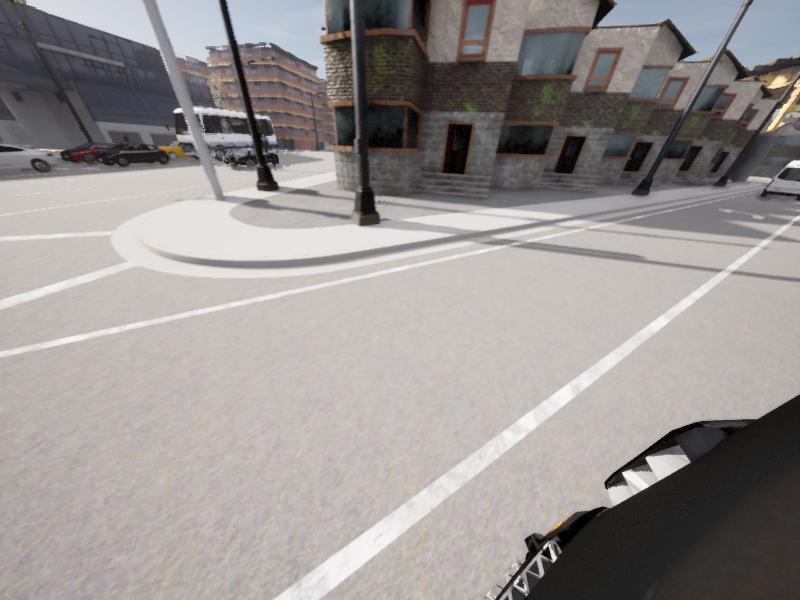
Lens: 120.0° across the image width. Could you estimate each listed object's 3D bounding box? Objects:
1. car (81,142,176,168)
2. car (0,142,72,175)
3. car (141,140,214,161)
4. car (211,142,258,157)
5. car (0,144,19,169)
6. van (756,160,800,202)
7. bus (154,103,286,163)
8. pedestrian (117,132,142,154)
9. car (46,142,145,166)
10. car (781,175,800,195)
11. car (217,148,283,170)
[{"bbox_3d":[-20.588,-11.244,17.830,1.816,1.474,4.193,10,35,12],"label":"car"},{"bbox_3d":[-22.329,-7.710,12.575,1.812,1.442,4.674,10,35,11],"label":"car"},{"bbox_3d":[-22.297,-15.288,23.521,1.882,1.535,5.008,10,36,12],"label":"car"},{"bbox_3d":[-20.518,-18.944,28.930,1.812,1.442,4.674,11,36,12],"label":"car"},{"bbox_3d":[-25.926,-7.902,12.587,1.837,1.490,4.892,10,35,12],"label":"car"},{"bbox_3d":[31.783,-9.526,18.399,5.915,2.561,1.988,-15,37,-25],"label":"van"},{"bbox_3d":[-17.868,-17.605,24.712,3.944,4.253,10.273,10,36,11],"label":"bus"},{"bbox_3d":[-28.502,-16.518,24.346,0.751,1.860,0.751,3,33,0],"label":"pedestrian"},{"bbox_3d":[-23.971,-11.775,18.494,1.994,1.385,4.181,11,35,13],"label":"car"},{"bbox_3d":[38.326,-10.686,21.544,3.633,1.501,1.845,-13,36,-22],"label":"car"},{"bbox_3d":[-12.689,-12.288,19.970,1.895,1.301,4.718,10,36,12],"label":"car"}]
